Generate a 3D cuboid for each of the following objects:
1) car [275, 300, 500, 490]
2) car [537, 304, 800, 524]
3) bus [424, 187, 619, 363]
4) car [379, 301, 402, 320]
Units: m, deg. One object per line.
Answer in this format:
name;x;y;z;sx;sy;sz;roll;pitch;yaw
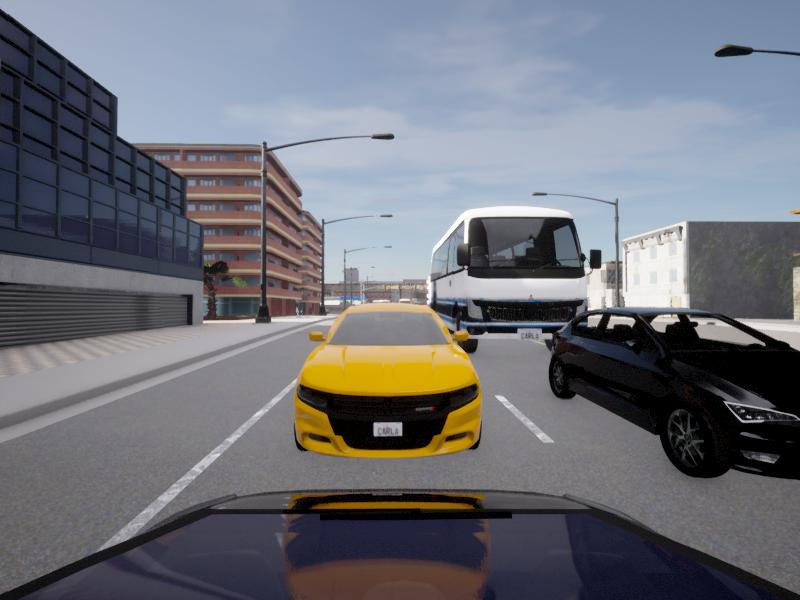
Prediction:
car;-0.158;0.790;5.854;1.882;1.535;5.008;0;1;-1
car;3.366;0.830;4.942;1.816;1.474;4.193;0;0;-1
bus;3.261;-0.654;14.845;3.944;4.253;10.273;0;1;-1
car;-0.791;0.872;33.998;1.812;1.442;4.674;0;-1;-1
